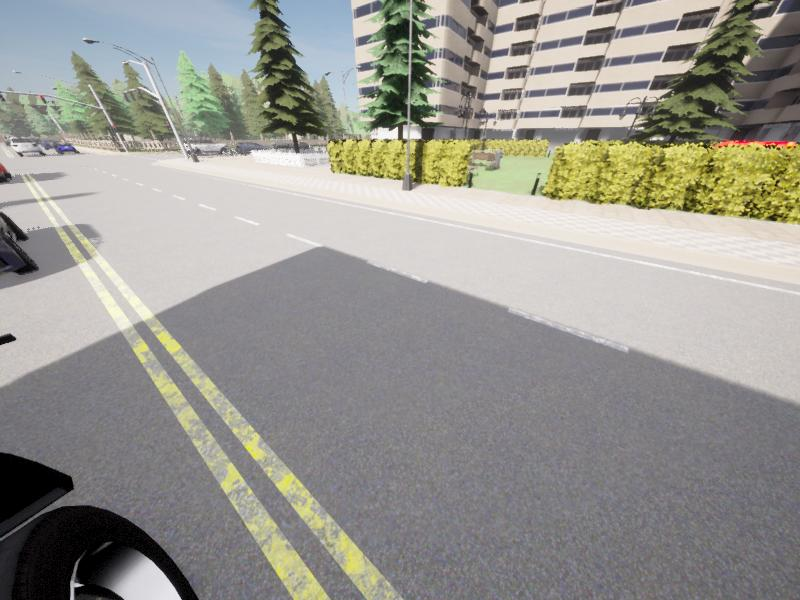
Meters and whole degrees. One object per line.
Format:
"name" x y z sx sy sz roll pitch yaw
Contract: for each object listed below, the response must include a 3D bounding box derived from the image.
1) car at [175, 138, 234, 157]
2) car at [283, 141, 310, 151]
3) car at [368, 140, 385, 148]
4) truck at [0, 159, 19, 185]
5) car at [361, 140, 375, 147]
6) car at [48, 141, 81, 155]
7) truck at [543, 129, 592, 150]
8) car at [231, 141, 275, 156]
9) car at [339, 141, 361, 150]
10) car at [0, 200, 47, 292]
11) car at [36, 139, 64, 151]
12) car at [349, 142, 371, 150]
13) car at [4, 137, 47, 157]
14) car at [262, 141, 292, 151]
"car" -27.545 -21.758 32.831 2.150 2.045 5.566 22 41 28
"car" -20.661 -30.951 46.385 2.007 1.525 4.514 20 40 26
"car" -6.278 -42.438 62.792 2.242 1.667 4.611 22 41 28
"truck" -24.366 -7.779 12.649 5.204 2.467 2.627 22 40 28
"car" -8.837 -43.872 64.778 1.845 1.501 3.633 22 41 28
"car" -50.701 -23.035 34.925 4.514 1.525 2.007 22 41 28
"truck" 39.302 -37.848 54.508 8.468 3.827 2.891 22 41 28
"car" -21.881 -22.711 34.586 2.033 1.649 4.856 22 41 28
"car" -11.117 -34.928 52.133 1.837 1.490 4.892 22 41 28
"car" -9.266 -1.308 4.256 4.611 1.667 2.242 22 41 28
"car" -65.967 -29.355 43.557 4.553 1.767 2.097 22 41 28
"car" -8.654 -33.415 50.043 1.812 1.442 4.674 22 41 28
"car" -51.252 -21.011 31.597 5.566 2.045 2.150 22 41 28
"car" -24.689 -31.027 46.502 2.163 1.488 4.792 21 40 27
